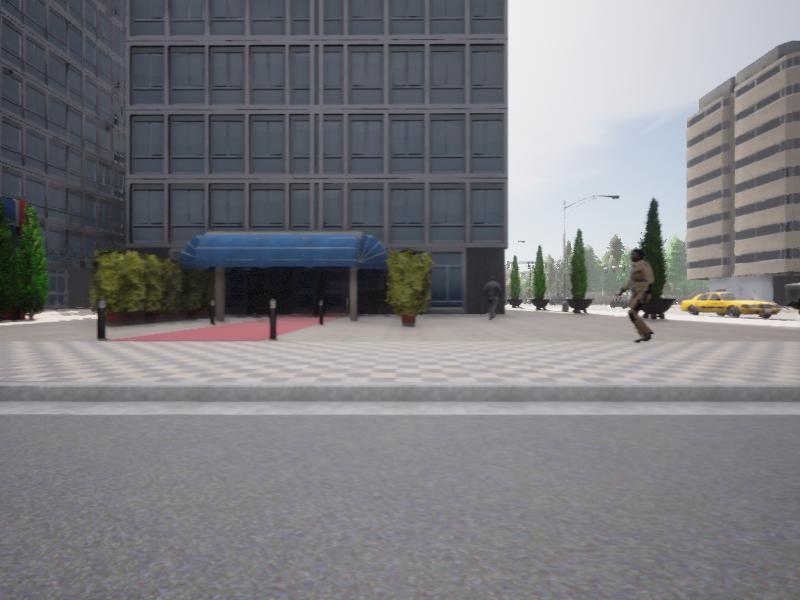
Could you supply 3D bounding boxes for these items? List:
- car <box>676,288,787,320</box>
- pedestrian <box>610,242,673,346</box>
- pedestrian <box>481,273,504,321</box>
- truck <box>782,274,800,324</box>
[{"bbox_3d":[18.159,0.207,22.363,1.801,1.575,5.366,0,0,1],"label":"car"},{"bbox_3d":[4.530,-0.114,7.560,0.751,1.860,0.751,0,0,1],"label":"pedestrian"},{"bbox_3d":[3.724,-0.122,16.102,0.751,1.860,0.751,0,0,28],"label":"pedestrian"},{"bbox_3d":[18.025,-0.052,14.530,2.390,2.098,6.274,0,0,1],"label":"truck"}]
